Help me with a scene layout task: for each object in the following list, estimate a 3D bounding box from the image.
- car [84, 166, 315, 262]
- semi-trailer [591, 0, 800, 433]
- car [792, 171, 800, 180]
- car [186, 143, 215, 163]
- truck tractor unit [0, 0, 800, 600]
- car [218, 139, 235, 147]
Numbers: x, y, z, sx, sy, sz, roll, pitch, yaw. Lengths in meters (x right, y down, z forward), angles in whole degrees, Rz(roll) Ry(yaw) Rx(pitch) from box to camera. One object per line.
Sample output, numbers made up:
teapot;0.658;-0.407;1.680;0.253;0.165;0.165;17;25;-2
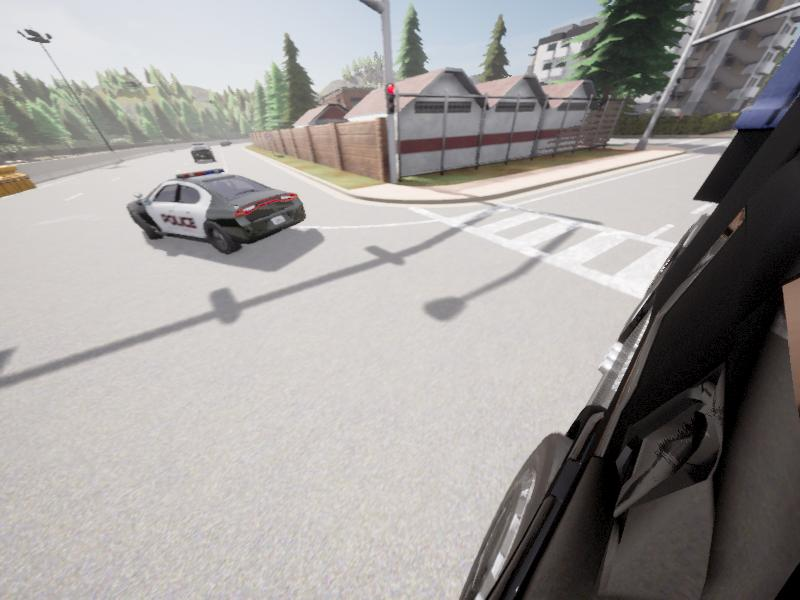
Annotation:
car;-5.076;-2.494;6.069;4.974;1.542;2.038;12;38;19
semi-trailer;9.107;-3.284;3.787;14.254;4.402;2.717;-23;41;-25
car;17.277;-5.397;8.561;3.806;1.475;1.970;-22;41;-23
car;-23.028;-17.156;26.856;1.930;1.638;5.238;-23;41;-25
truck tractor unit;2.645;-0.295;0.351;6.516;4.208;3.053;-28;44;-30
car;-46.973;-42.427;62.525;2.128;1.511;4.902;-11;37;-11
